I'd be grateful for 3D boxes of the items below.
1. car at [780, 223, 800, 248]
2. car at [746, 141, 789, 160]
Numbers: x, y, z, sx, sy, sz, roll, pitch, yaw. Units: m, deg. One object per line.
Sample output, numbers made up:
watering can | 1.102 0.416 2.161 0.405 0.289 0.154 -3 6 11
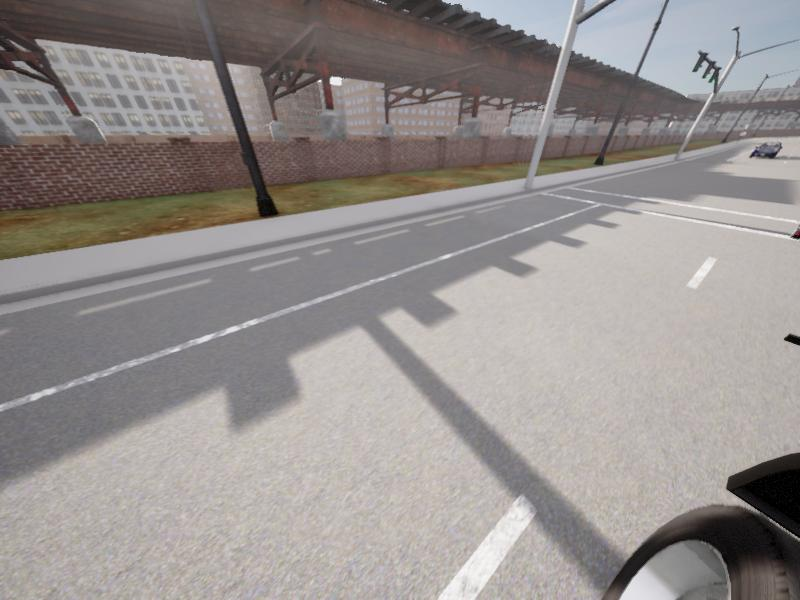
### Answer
car | 11.935 -2.056 5.523 4.181 1.385 1.994 -17 38 -22
car | 40.162 -16.402 25.255 3.633 1.501 1.845 -23 41 -27
